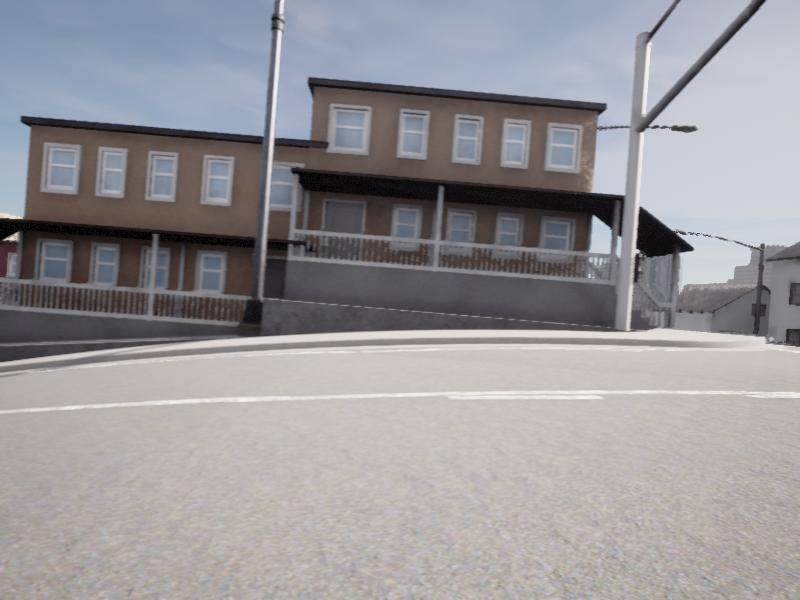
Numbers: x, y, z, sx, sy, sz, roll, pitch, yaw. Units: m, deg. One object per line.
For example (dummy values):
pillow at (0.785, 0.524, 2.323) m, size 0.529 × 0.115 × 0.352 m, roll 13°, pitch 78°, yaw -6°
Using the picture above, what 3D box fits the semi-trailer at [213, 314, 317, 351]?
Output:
semi-trailer at (-20.109, 4.848, 60.425) m, size 14.254 × 4.402 × 2.717 m, roll 4°, pitch 0°, yaw -6°

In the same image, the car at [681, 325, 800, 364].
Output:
car at (16.535, 2.257, 19.576) m, size 2.038 × 1.542 × 4.974 m, roll 4°, pitch -8°, yaw 0°
